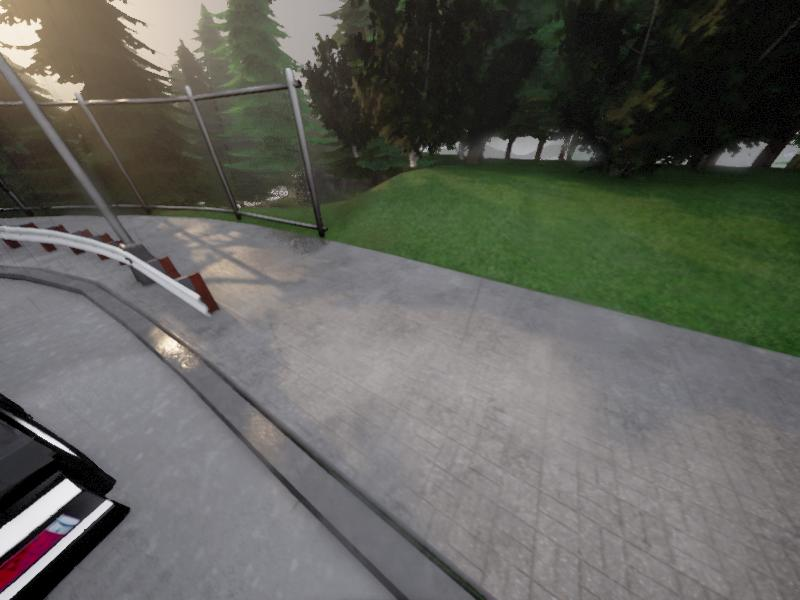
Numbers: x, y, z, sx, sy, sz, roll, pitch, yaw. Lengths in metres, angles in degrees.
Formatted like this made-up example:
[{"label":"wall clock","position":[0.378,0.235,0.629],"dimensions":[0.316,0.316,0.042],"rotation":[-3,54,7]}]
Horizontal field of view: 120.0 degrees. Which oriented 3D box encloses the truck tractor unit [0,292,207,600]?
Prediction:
[{"label":"truck tractor unit","position":[-5.242,-0.142,0.555],"dimensions":[6.516,4.208,3.053],"rotation":[12,37,17]}]
